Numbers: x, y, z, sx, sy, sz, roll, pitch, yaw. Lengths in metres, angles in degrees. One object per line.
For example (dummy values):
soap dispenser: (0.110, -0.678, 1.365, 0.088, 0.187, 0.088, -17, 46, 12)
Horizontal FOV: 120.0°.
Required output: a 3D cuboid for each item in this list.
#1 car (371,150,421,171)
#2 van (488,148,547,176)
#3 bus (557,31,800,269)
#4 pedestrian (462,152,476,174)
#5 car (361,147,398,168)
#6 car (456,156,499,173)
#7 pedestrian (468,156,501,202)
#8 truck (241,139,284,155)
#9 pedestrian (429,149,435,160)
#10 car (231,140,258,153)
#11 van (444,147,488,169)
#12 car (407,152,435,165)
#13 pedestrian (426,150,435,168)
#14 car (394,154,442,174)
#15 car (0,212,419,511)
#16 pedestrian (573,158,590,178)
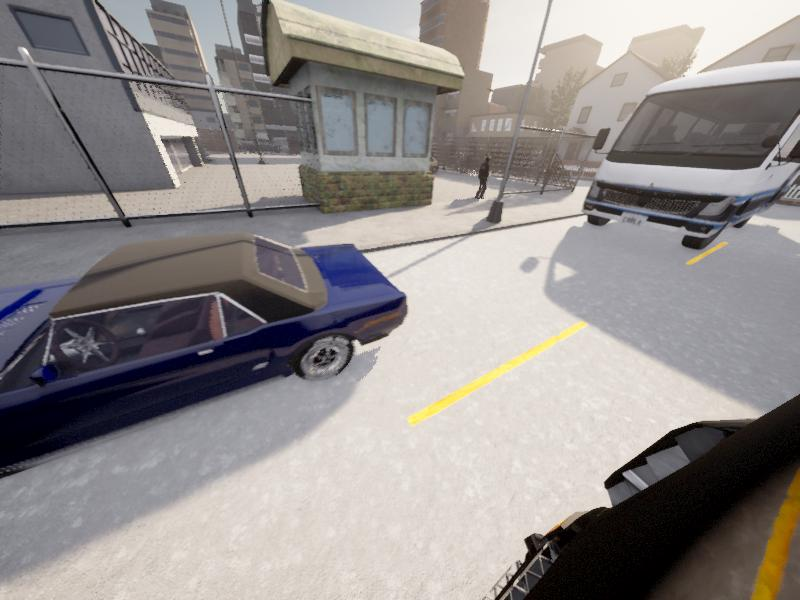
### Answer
car: (-0.468, -14.471, 24.072, 4.611, 1.667, 2.242, -16, 38, -26)
van: (14.277, -17.213, 28.659, 1.988, 2.561, 5.915, -17, 38, -27)
bus: (11.294, -4.783, 8.165, 10.273, 4.253, 3.944, -16, 38, -26)
pedestrian: (7.040, -13.990, 23.638, 0.751, 1.860, 0.751, -9, 35, -17)
car: (-2.402, -16.749, 27.164, 3.866, 1.878, 1.905, -16, 38, -26)
car: (9.575, -17.012, 28.932, 2.128, 1.511, 4.902, -14, 37, -24)
pedestrian: (4.005, -5.799, 11.071, 0.751, 1.860, 0.751, -17, 38, -27)
truck: (-25.087, -28.028, 42.334, 6.274, 2.098, 2.390, -15, 38, -25)
pedestrian: (6.459, -29.578, 47.052, 0.751, 1.860, 0.751, -24, 42, -34)
car: (-29.590, -29.185, 43.920, 3.866, 1.878, 1.905, -16, 38, -26)
van: (9.801, -21.670, 35.133, 2.351, 2.431, 6.366, -17, 38, -27)
car: (3.345, -23.214, 37.775, 2.038, 1.542, 4.974, -15, 37, -24)
pedestrian: (3.873, -17.835, 29.184, 0.751, 1.860, 0.751, -5, 34, -12)
car: (1.759, -13.024, 22.187, 4.193, 1.474, 1.816, -16, 38, -26)
car: (-2.369, 0.209, 2.277, 4.718, 1.301, 1.895, -15, 38, -25)
pedestrian: (20.527, -14.934, 26.090, 0.751, 1.860, 0.751, 30, 42, 35)
